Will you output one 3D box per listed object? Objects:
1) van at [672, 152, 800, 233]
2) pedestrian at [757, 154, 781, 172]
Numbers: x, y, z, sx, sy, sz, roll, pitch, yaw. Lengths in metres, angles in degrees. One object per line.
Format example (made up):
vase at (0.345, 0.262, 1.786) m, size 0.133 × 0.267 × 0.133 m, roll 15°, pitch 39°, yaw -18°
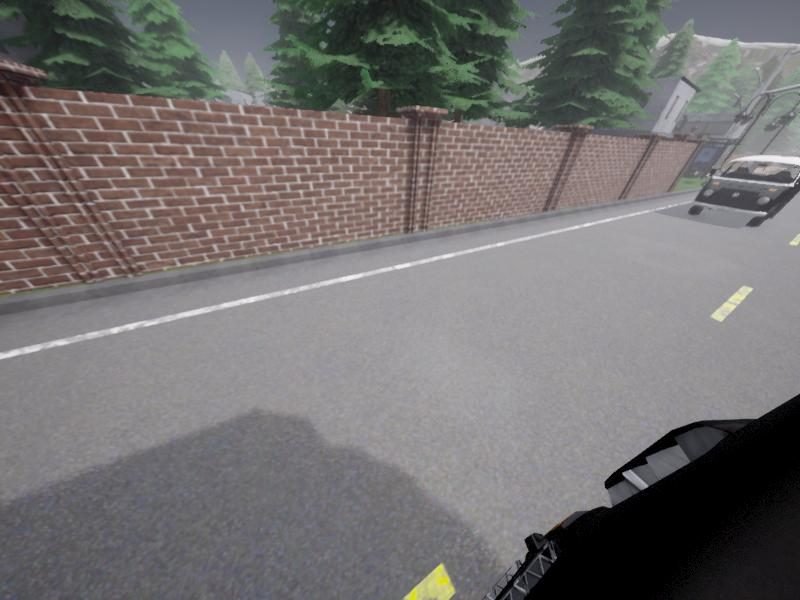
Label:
van at (12.817, -4.034, 8.388) m, size 4.480 × 2.038 × 2.069 m, roll -16°, pitch 40°, yaw -25°
pedestrian at (47.219, -17.550, 29.540) m, size 0.751 × 1.860 × 0.751 m, roll -20°, pitch 42°, yaw -29°
